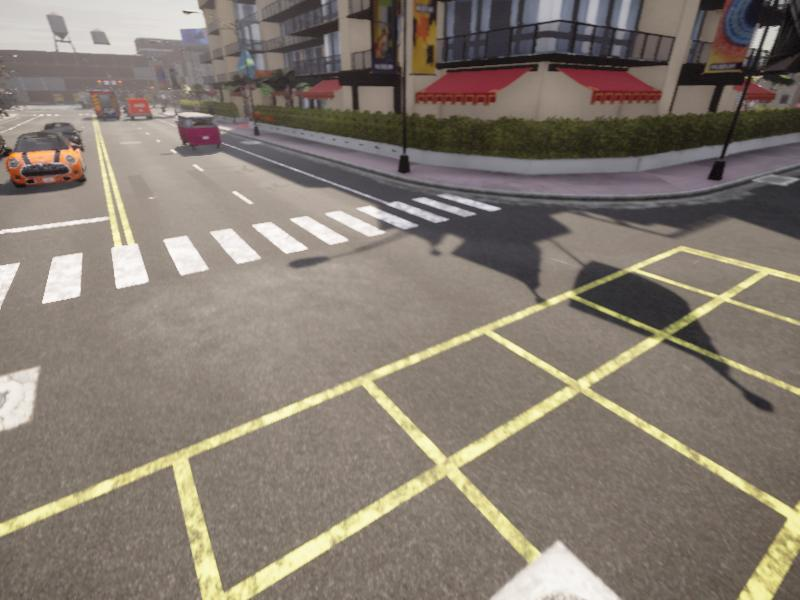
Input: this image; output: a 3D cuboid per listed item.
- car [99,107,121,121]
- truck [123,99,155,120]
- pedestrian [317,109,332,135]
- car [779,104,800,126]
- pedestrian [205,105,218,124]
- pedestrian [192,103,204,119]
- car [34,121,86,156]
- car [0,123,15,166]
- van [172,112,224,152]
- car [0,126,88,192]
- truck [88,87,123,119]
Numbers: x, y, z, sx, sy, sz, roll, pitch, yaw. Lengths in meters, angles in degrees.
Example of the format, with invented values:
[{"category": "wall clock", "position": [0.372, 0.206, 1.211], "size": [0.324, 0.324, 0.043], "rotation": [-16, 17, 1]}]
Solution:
[{"category": "car", "position": [-37.092, -23.792, 51.140], "size": [1.789, 1.549, 3.705], "rotation": [-18, 32, -30]}, {"category": "truck", "position": [-35.529, -25.974, 54.396], "size": [2.627, 2.467, 5.204], "rotation": [-18, 32, -30]}, {"category": "pedestrian", "position": [-5.894, -13.882, 31.194], "size": [0.751, 1.860, 0.751], "rotation": [-18, 32, -30]}, {"category": "car", "position": [44.800, -19.656, 42.662], "size": [2.150, 2.045, 5.566], "rotation": [-17, 32, -30]}, {"category": "pedestrian", "position": [-20.375, -20.102, 43.276], "size": [0.751, 1.860, 0.751], "rotation": [-19, 33, -32]}, {"category": "pedestrian", "position": [-25.935, -24.251, 51.338], "size": [0.751, 1.860, 0.751], "rotation": [-21, 34, -35]}, {"category": "car", "position": [-20.282, -9.819, 24.063], "size": [1.837, 1.490, 4.892], "rotation": [-18, 32, -30]}, {"category": "car", "position": [-21.439, -7.828, 20.051], "size": [2.152, 1.651, 5.027], "rotation": [-18, 32, -30]}, {"category": "van", "position": [-12.800, -10.713, 25.273], "size": [1.775, 1.987, 4.442], "rotation": [-18, 32, -30]}, {"category": "car", "position": [-13.777, -5.645, 15.626], "size": [2.097, 1.767, 4.553], "rotation": [-18, 32, -30]}, {"category": "truck", "position": [-42.158, -28.156, 57.146], "size": [2.891, 3.827, 8.468], "rotation": [-18, 32, -30]}]
